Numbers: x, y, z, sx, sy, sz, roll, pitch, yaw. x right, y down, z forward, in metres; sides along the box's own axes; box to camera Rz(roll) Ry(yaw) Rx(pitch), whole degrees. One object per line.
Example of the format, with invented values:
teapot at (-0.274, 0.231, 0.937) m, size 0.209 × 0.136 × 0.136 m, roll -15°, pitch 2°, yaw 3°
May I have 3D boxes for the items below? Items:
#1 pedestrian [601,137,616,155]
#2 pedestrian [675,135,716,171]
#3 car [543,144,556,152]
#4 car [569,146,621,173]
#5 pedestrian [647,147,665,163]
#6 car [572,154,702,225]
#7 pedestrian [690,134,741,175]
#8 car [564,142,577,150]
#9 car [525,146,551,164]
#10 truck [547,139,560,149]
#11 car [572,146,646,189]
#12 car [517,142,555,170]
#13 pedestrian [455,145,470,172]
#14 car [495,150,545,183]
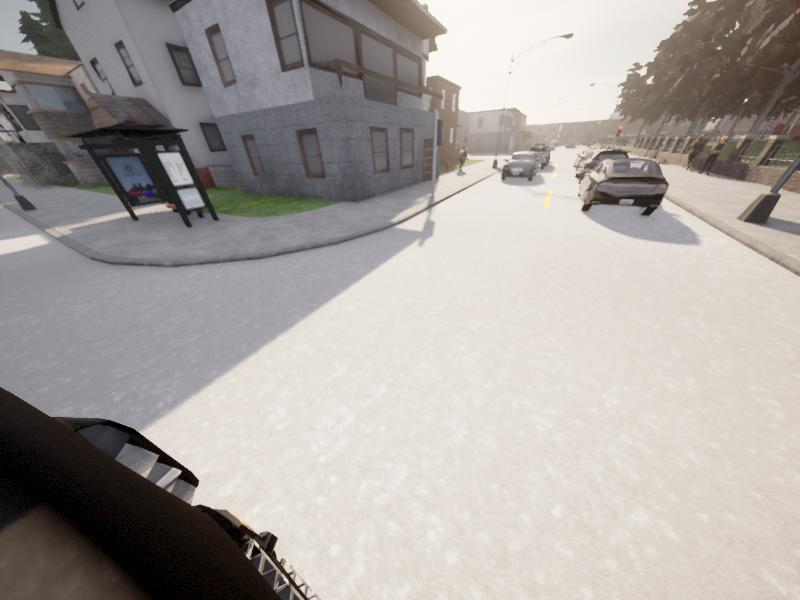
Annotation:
pedestrian at (26.529, -19.534, 29.404) m, size 0.751 × 1.860 × 0.751 m, roll -30°, pitch 43°, yaw -35°
pedestrian at (18.698, -9.341, 14.692) m, size 0.751 × 1.860 × 0.751 m, roll 16°, pitch 38°, yaw 26°
car at (32.737, -33.250, 50.479) m, size 1.812 × 1.442 × 4.674 m, roll 16°, pitch 38°, yaw 26°
car at (14.787, -10.911, 17.834) m, size 2.128 × 1.511 × 4.902 m, roll 15°, pitch 37°, yaw 24°
pedestrian at (21.388, -12.110, 19.336) m, size 0.500 × 1.100 × 0.500 m, roll 11°, pitch 36°, yaw 19°
car at (7.774, -4.225, 8.306) m, size 2.128 × 1.511 × 4.902 m, roll 16°, pitch 38°, yaw 26°
pedestrian at (17.304, -7.974, 12.741) m, size 0.751 × 1.860 × 0.751 m, roll 16°, pitch 38°, yaw 25°
car at (41.565, -37.554, 56.384) m, size 1.970 × 1.475 × 3.806 m, roll 16°, pitch 38°, yaw 26°
car at (15.402, -16.220, 25.736) m, size 1.837 × 1.490 × 4.892 m, roll 16°, pitch 38°, yaw 26°
truck at (45.356, -46.086, 68.237) m, size 2.390 × 2.098 × 6.274 m, roll 16°, pitch 38°, yaw 26°
car at (11.304, -7.568, 12.963) m, size 2.033 × 1.649 × 4.856 m, roll 15°, pitch 38°, yaw 24°
car at (12.106, -12.788, 20.479) m, size 1.932 × 1.855 × 4.605 m, roll 18°, pitch 39°, yaw 28°
pedestrian at (5.137, -11.673, 19.050) m, size 0.751 × 1.860 × 0.751 m, roll 16°, pitch 38°, yaw 26°
car at (8.125, -9.013, 15.430) m, size 2.128 × 1.511 × 4.902 m, roll 16°, pitch 38°, yaw 26°
